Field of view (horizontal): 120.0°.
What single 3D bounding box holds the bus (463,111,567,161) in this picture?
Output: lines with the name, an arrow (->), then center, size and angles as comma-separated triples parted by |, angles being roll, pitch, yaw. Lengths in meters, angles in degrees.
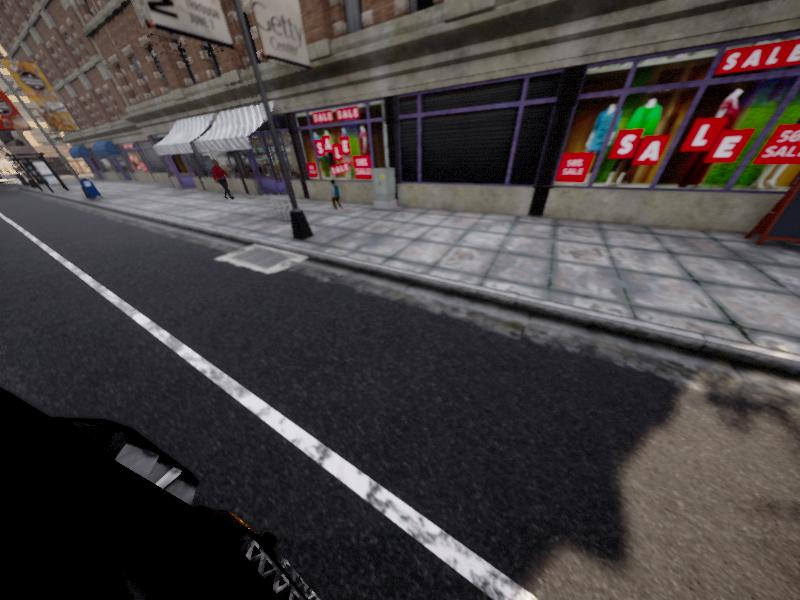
bus -> 13.693, -19.818, 28.426 | 10.273, 4.253, 3.944 | 16, 38, 26

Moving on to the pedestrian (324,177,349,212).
pedestrian -> -2.373, -3.953, 8.664 | 0.500, 1.100, 0.500 | 15, 38, 25

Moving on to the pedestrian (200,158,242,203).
pedestrian -> -8.754, -5.885, 11.368 | 0.751, 1.860, 0.751 | 17, 39, 27

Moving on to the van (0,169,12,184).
van -> -60.772, -17.673, 33.227 | 4.480, 2.038, 2.069 | -9, 34, -9
